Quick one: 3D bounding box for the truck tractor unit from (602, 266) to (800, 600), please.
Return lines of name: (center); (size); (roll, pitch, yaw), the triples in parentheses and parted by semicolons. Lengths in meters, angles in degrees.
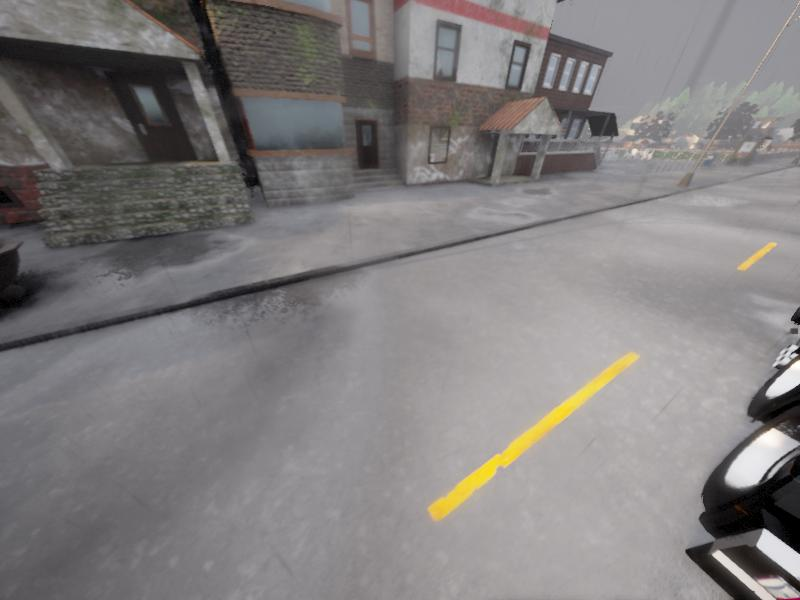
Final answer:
truck tractor unit: (5.112, -0.300, 0.777); (6.516, 4.208, 3.053); (-18, 39, -24)
